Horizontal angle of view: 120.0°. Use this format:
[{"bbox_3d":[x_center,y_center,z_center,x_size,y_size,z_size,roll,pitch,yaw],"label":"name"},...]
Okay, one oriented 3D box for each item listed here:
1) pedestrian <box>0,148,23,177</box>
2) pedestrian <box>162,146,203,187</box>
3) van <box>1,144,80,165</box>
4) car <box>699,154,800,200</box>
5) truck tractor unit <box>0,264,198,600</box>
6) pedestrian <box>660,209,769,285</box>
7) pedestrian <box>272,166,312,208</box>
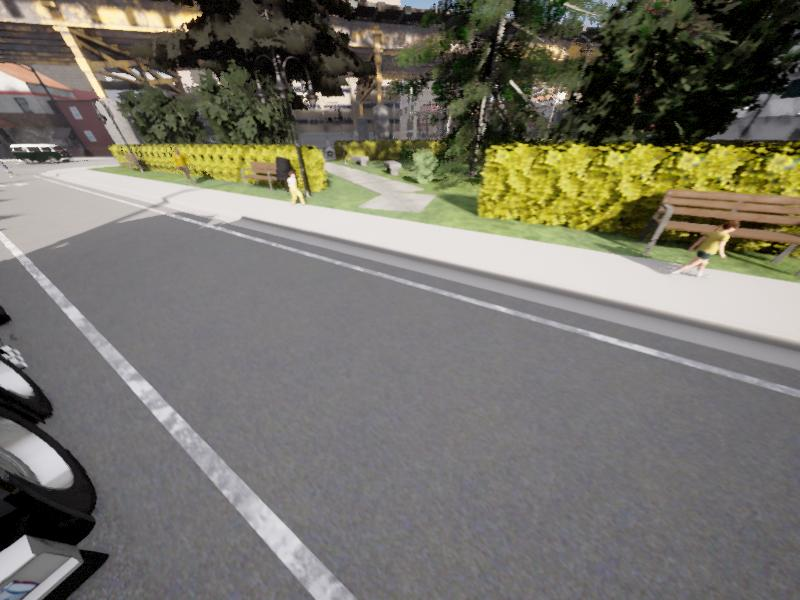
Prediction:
[{"bbox_3d":[-30.893,-10.657,17.941,0.751,1.860,0.751,28,44,34],"label":"pedestrian"},{"bbox_3d":[-11.884,-7.317,12.669,0.751,1.860,0.751,18,39,25],"label":"pedestrian"},{"bbox_3d":[-43.517,-17.782,28.164,4.480,2.038,2.069,-9,36,-11],"label":"van"},{"bbox_3d":[17.803,-5.528,10.353,2.163,1.488,4.792,-9,36,-11],"label":"car"},{"bbox_3d":[-5.122,-0.287,0.780,6.516,4.208,3.053,18,39,24],"label":"truck tractor unit"},{"bbox_3d":[5.204,-0.885,3.925,0.500,1.100,0.500,12,37,17],"label":"pedestrian"},{"bbox_3d":[-3.981,-4.228,8.643,0.751,1.300,0.751,14,37,19],"label":"pedestrian"}]
